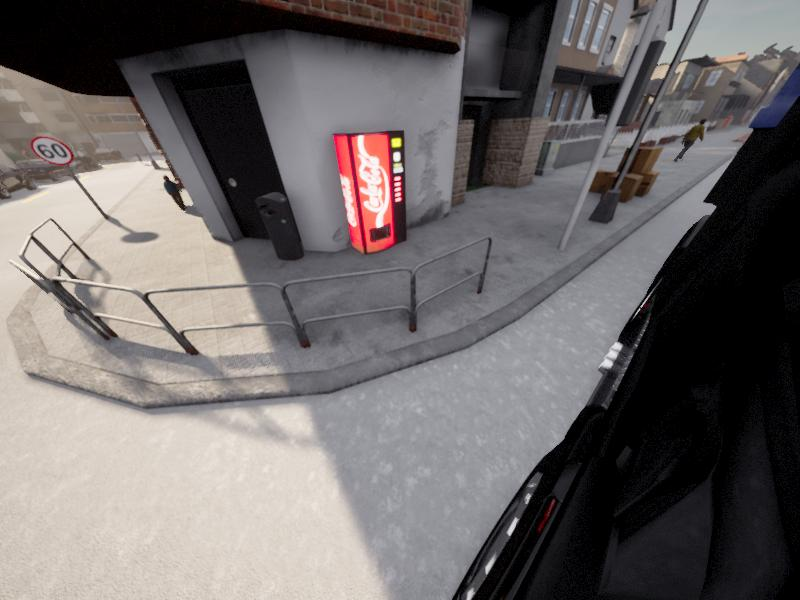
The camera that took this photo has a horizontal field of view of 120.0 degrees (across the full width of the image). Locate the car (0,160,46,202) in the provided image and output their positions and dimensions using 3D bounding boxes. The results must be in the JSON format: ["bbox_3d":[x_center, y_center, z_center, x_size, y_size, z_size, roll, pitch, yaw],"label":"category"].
[{"bbox_3d":[-21.786,-6.192,12.073,2.163,1.488,4.792,-26,43,-28],"label":"car"}]

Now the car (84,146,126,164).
[{"bbox_3d":[-38.225,-18.988,30.135,1.882,1.535,5.008,-23,41,-25],"label":"car"}]

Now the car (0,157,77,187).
[{"bbox_3d":[-25.952,-9.314,16.656,1.895,1.301,4.718,-26,43,-27],"label":"car"}]

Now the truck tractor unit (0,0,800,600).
[{"bbox_3d":[2.645,-0.295,0.352,6.516,4.208,3.053,-28,44,-30],"label":"truck tractor unit"}]

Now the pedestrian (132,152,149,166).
[{"bbox_3d":[-26.302,-14.281,23.418,0.500,1.100,0.500,13,40,20],"label":"pedestrian"}]

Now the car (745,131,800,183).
[{"bbox_3d":[16.101,-5.779,9.188,4.181,1.385,1.994,-26,43,-28],"label":"car"}]

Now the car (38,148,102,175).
[{"bbox_3d":[-30.736,-13.127,21.767,2.033,1.649,4.856,-26,43,-27],"label":"car"}]

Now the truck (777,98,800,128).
[{"bbox_3d":[57.057,-26.612,32.227,8.468,3.827,2.891,-26,43,-28],"label":"truck"}]

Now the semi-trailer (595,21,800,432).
[{"bbox_3d":[8.868,-3.490,4.042,14.254,4.402,2.717,-26,43,-28],"label":"semi-trailer"}]

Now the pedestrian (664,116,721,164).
[{"bbox_3d":[14.563,-7.986,11.582,0.751,1.860,0.751,-8,37,-7],"label":"pedestrian"}]

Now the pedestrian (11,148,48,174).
[{"bbox_3d":[-32.472,-12.239,20.289,0.751,1.860,0.751,-28,44,-30],"label":"pedestrian"}]

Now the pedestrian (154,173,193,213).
[{"bbox_3d":[-7.641,-3.637,7.844,0.500,1.100,0.500,-24,42,-26],"label":"pedestrian"}]
